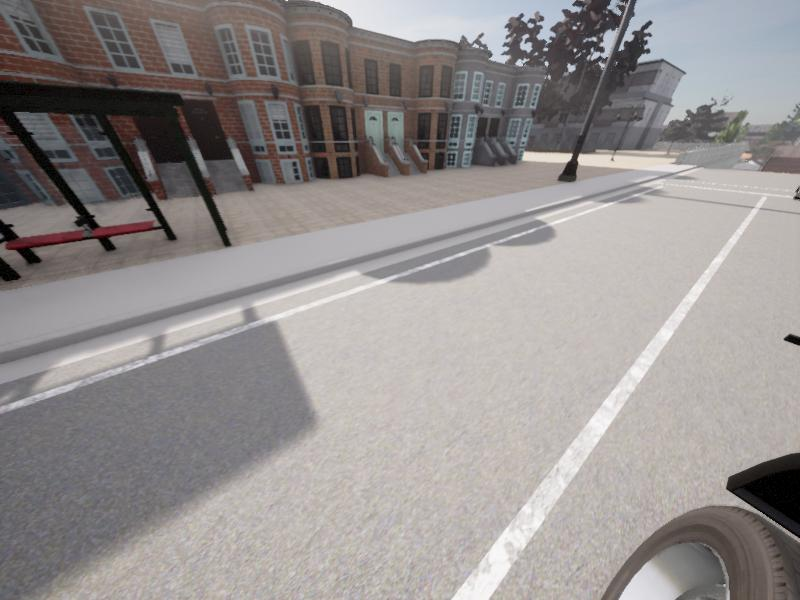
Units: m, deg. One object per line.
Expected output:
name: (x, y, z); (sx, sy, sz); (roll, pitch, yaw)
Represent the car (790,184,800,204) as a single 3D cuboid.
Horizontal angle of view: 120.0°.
car: (18.844, -5.063, 9.527); (4.553, 1.767, 2.097); (-22, 41, -28)
